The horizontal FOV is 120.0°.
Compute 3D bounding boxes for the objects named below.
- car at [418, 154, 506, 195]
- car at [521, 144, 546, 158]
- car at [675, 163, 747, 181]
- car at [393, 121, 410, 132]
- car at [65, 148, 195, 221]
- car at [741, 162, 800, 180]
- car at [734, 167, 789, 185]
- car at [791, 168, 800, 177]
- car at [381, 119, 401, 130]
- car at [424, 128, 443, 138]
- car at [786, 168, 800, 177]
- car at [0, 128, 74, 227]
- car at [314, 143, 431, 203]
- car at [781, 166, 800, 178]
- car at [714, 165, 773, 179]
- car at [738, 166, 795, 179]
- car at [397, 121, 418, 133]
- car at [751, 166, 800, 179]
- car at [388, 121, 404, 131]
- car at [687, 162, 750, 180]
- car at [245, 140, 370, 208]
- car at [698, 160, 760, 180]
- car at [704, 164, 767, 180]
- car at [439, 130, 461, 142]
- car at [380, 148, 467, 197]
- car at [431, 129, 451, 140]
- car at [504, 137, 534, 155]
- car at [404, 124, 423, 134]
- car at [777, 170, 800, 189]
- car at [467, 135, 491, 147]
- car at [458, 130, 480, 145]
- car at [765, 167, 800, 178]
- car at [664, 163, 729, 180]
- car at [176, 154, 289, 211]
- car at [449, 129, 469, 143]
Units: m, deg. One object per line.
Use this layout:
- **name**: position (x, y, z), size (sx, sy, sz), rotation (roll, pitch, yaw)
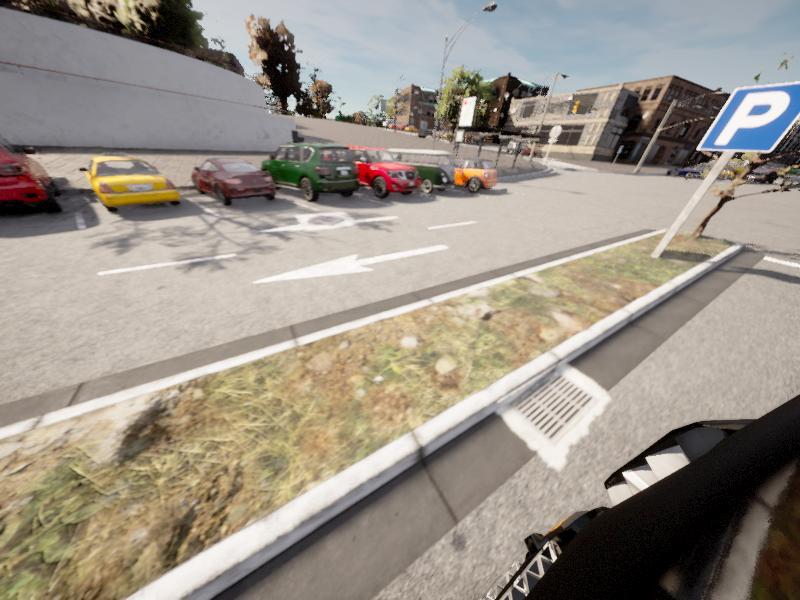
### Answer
- **car**: position (3.679, -7.970, 14.409), size (4.553, 1.767, 2.185), rotation (27, 41, 32)
- **car**: position (21.189, -23.507, 36.482), size (2.002, 1.452, 4.674), rotation (32, 42, 27)
- **car**: position (40.332, -16.841, 30.233), size (1.946, 1.575, 5.366), rotation (-27, 43, -37)
- **car**: position (0.398, -48.047, 64.005), size (2.185, 1.767, 4.553), rotation (31, 42, 27)
- **car**: position (-9.543, -4.270, 8.083), size (5.366, 1.575, 1.946), rotation (26, 40, 31)
- **car**: position (62.428, -21.640, 38.610), size (2.435, 2.045, 5.566), rotation (-25, 42, -35)
- **car**: position (41.479, -14.256, 26.504), size (4.902, 1.511, 2.128), rotation (-13, 37, -22)
- **car**: position (82.163, -24.909, 45.422), size (2.097, 1.535, 5.008), rotation (-23, 41, -34)
- **car**: position (-2.615, -51.451, 67.886), size (2.435, 2.045, 5.566), rotation (28, 39, 30)
- **car**: position (7.900, -39.221, 54.286), size (2.002, 1.452, 4.674), rotation (32, 42, 27)
- **car**: position (79.331, -24.428, 44.493), size (2.231, 1.521, 4.892), rotation (-23, 41, -33)
- **car**: position (-12.009, -3.672, 6.550), size (5.566, 2.045, 2.435), rotation (26, 40, 31)
- **car**: position (-1.554, -6.623, 11.764), size (5.566, 2.045, 2.435), rotation (26, 40, 32)
- **car**: position (76.504, -24.051, 43.491), size (2.185, 1.767, 4.553), rotation (-24, 41, -34)
- **car**: position (51.239, -19.216, 34.677), size (2.002, 1.452, 4.674), rotation (-26, 43, -36)
- **car**: position (59.593, -20.872, 37.774), size (2.002, 1.452, 4.674), rotation (-25, 42, -35)
- **car**: position (1.948, -46.396, 61.957), size (2.435, 2.045, 5.566), rotation (32, 42, 26)
- **car**: position (65.201, -21.966, 39.758), size (2.097, 1.535, 5.008), rotation (-24, 42, -35)
- **car**: position (-1.083, -49.763, 66.007), size (2.185, 1.767, 4.553), rotation (29, 40, 28)
- **car**: position (42.934, -17.632, 31.393), size (2.185, 1.767, 4.553), rotation (-27, 43, -37)
- **car**: position (-4.212, -5.903, 10.484), size (5.566, 2.045, 2.435), rotation (26, 40, 31)
- **car**: position (45.797, -18.244, 32.339), size (1.878, 1.987, 4.442), rotation (-26, 43, -37)
- **car**: position (48.467, -18.685, 33.607), size (2.231, 1.521, 4.892), rotation (-26, 43, -37)
- **car**: position (10.990, -35.836, 50.427), size (1.946, 1.575, 5.366), rotation (32, 43, 28)
- **car**: position (1.125, -7.300, 13.029), size (4.442, 1.987, 1.878), rotation (27, 40, 32)
- **car**: position (9.393, -37.476, 52.312), size (2.002, 1.452, 4.674), rotation (32, 43, 27)
- **car**: position (19.762, -25.492, 38.300), size (2.435, 2.045, 5.566), rotation (32, 43, 28)
- **car**: position (3.556, -44.547, 60.284), size (1.946, 1.575, 5.366), rotation (31, 42, 27)
- **car**: position (41.827, -12.469, 23.909), size (4.193, 1.474, 1.816), rotation (-13, 37, -22)
- **car**: position (15.288, -30.516, 44.364), size (2.231, 1.521, 4.892), rotation (32, 42, 28)
- **car**: position (13.779, -32.394, 46.131), size (1.878, 1.987, 4.442), rotation (32, 43, 27)
- **car**: position (70.832, -22.977, 41.687), size (2.097, 1.535, 5.008), rotation (-24, 42, -34)
- **car**: position (37.423, -16.380, 29.400), size (4.792, 1.488, 2.163), rotation (30, 42, 35)
- **car**: position (-6.802, -4.905, 9.318), size (4.674, 1.452, 2.002), rotation (26, 40, 31)
- **car**: position (12.300, -34.143, 48.112), size (1.878, 1.987, 4.442), rotation (32, 43, 27)
